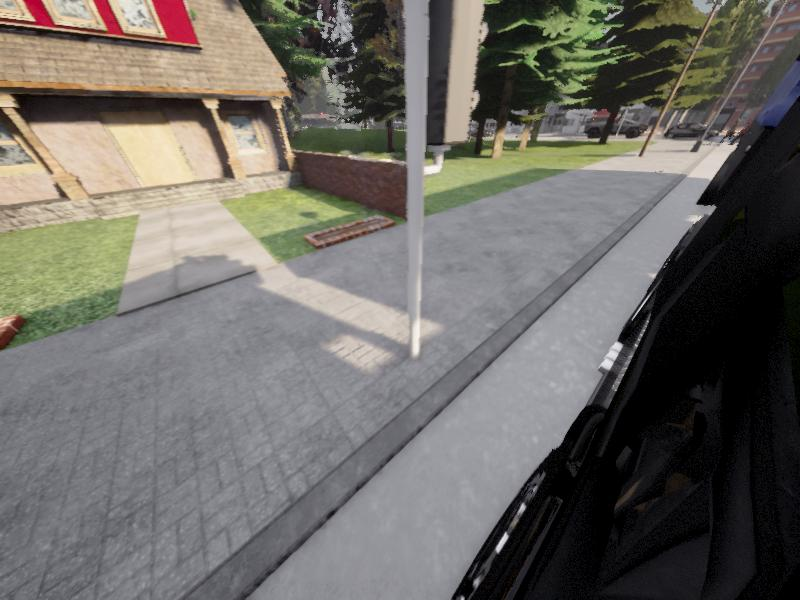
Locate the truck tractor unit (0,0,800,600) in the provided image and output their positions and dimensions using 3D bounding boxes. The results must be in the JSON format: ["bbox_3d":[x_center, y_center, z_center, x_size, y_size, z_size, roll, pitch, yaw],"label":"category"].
[{"bbox_3d":[2.645,-0.295,0.351,6.516,4.208,3.053,-28,44,-30],"label":"truck tractor unit"}]

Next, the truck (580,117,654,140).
[{"bbox_3d":[27.555,-21.973,29.684,2.390,2.098,6.274,-28,44,-30],"label":"truck"}]

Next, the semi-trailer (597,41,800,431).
[{"bbox_3d":[8.708,-3.583,4.240,14.254,4.402,2.717,-28,44,-30],"label":"semi-trailer"}]

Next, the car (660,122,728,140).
[{"bbox_3d":[32.099,-18.529,25.368,1.816,1.474,4.193,-26,43,-28],"label":"car"}]

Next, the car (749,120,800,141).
[{"bbox_3d":[36.452,-15.600,21.254,1.812,1.442,4.674,-28,44,-30],"label":"car"}]

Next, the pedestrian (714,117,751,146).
[{"bbox_3d":[26.802,-13.557,18.661,0.751,1.860,0.751,19,42,26],"label":"pedestrian"}]

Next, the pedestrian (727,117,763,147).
[{"bbox_3d":[27.005,-13.170,18.134,0.751,1.860,0.751,-30,45,-32],"label":"pedestrian"}]
